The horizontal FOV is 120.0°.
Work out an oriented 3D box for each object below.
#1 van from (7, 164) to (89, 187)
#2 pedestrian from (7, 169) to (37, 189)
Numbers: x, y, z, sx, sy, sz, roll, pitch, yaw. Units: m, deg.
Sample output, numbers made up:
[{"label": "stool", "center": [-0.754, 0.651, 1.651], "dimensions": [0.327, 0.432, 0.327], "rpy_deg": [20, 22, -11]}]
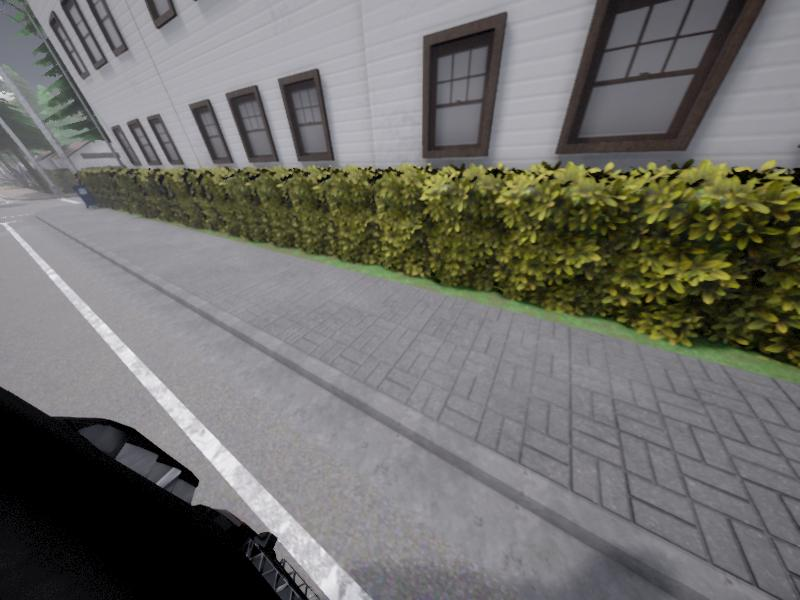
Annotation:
[{"label": "van", "center": [-53.800, -19.280, 35.611], "dimensions": [2.351, 2.431, 6.366], "rpy_deg": [17, 38, 27]}, {"label": "pedestrian", "center": [-41.564, -13.265, 25.402], "dimensions": [0.751, 1.860, 0.751], "rpy_deg": [11, 36, 20]}]
